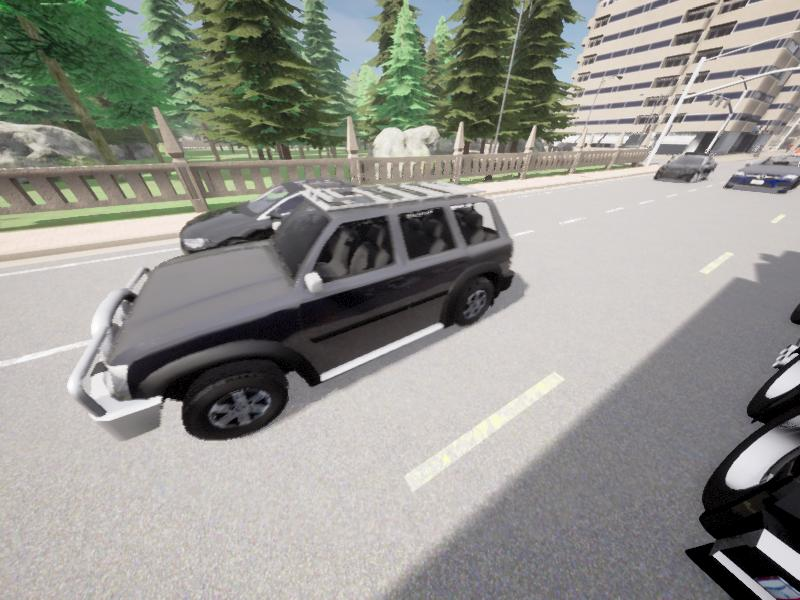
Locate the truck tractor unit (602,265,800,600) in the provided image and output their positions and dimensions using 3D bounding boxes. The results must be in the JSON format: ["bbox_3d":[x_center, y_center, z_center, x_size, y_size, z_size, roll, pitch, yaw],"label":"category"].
[{"bbox_3d":[5.112,-0.300,0.779,6.516,4.208,3.053,-18,39,-24],"label":"truck tractor unit"}]

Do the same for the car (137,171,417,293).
[{"bbox_3d":[-2.236,-1.996,5.528,4.902,1.511,2.128,-19,39,-26],"label":"car"}]

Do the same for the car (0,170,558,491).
[{"bbox_3d":[-0.556,-0.426,2.968,4.605,1.855,1.932,-19,39,-27],"label":"car"}]

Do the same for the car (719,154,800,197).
[{"bbox_3d":[20.828,-7.096,12.932,5.027,1.651,2.152,-18,39,-24],"label":"car"}]

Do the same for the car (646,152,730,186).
[{"bbox_3d":[19.409,-8.951,15.568,5.238,1.638,1.930,-18,39,-24],"label":"car"}]

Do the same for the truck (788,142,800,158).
[{"bbox_3d":[69.832,-25.716,39.321,5.204,2.467,2.627,-17,39,-25],"label":"truck"}]
